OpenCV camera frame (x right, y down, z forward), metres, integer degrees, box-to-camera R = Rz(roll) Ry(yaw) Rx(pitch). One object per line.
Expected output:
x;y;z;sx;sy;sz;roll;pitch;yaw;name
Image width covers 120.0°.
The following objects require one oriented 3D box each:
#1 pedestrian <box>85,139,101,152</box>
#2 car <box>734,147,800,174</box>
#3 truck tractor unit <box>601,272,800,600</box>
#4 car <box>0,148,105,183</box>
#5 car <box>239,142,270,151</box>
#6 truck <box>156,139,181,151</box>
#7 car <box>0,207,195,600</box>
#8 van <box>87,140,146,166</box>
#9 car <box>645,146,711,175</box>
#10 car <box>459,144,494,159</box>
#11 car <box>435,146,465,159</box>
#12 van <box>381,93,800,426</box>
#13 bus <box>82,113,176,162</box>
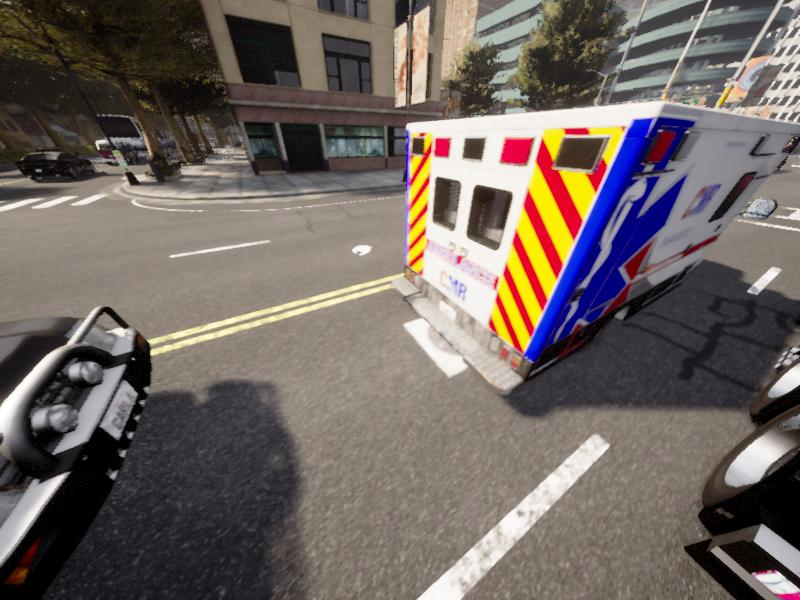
-54.189;-27.277;40.762;0.751;1.860;0.751;-18;39;-24;pedestrian
32.593;-12.496;20.542;4.605;1.855;1.932;-17;38;-24;car
5.128;-0.281;0.773;6.516;4.208;3.053;-17;39;-24;truck tractor unit
-23.055;-9.254;15.652;1.930;1.638;5.238;-18;39;-24;car
-31.216;-32.932;49.610;5.366;1.575;1.801;-18;39;-24;car
-52.220;-35.246;52.310;2.390;2.098;6.274;-18;39;-24;truck
-3.960;1.208;0.587;4.605;1.855;1.932;-17;39;-24;car
-28.488;-14.969;23.452;2.069;2.038;4.480;-18;38;-24;van
23.850;-12.053;19.832;4.605;1.855;1.932;-17;39;-24;car
11.375;-22.475;34.866;2.242;1.667;4.611;-17;39;-23;car
7.442;-22.367;34.879;1.812;1.442;4.674;-17;39;-24;car
3.141;-1.232;3.663;6.366;2.431;2.351;-17;39;-24;van
-32.839;-20.190;28.980;3.944;4.253;10.273;-18;39;-24;bus
